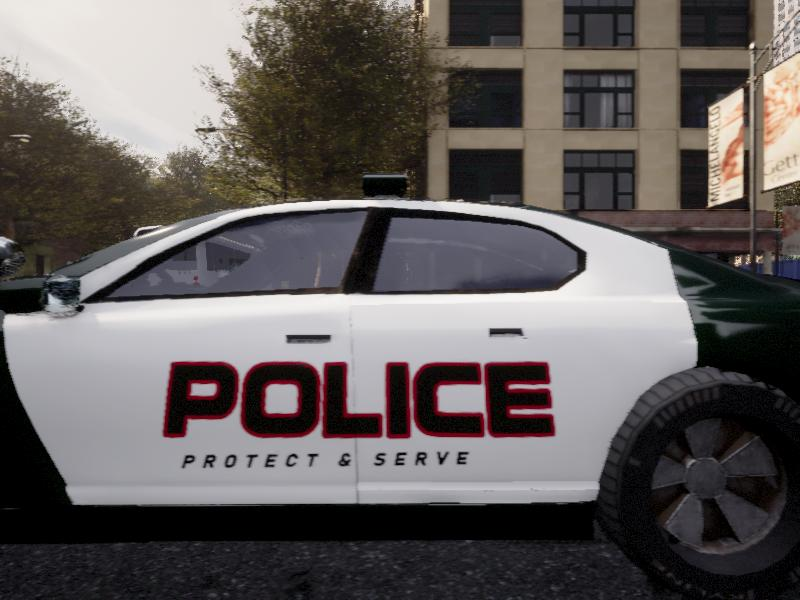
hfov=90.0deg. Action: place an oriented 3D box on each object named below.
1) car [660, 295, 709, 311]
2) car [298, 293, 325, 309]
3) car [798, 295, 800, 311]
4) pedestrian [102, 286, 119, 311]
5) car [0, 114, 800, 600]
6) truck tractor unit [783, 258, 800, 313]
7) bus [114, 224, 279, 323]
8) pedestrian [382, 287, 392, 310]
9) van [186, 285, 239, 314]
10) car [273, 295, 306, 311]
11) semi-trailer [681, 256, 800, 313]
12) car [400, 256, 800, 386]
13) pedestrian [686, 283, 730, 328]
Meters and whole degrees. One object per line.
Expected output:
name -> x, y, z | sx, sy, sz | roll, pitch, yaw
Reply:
car -> 27.779, 0.271, 39.175 | 1.816, 1.474, 4.193 | 0, 0, 0
car -> -10.197, 0.087, 46.447 | 2.097, 1.767, 4.553 | 0, 0, 1
car -> 39.280, 0.270, 36.151 | 1.837, 1.490, 4.892 | 0, 0, 0
pedestrian -> -21.769, -0.130, 30.080 | 0.751, 1.860, 0.751 | 0, 0, 1
car -> -0.478, 0.222, 2.223 | 4.974, 1.542, 2.038 | 0, 0, 0
truck tractor unit -> 31.909, -1.098, 28.470 | 3.053, 4.208, 6.516 | 0, 0, 1
bus -> -10.268, -1.140, 22.235 | 3.944, 4.253, 10.273 | 0, 0, 0
pedestrian -> -1.064, -0.117, 32.368 | 0.751, 1.860, 0.751 | 0, 0, -6
van -> -13.662, -0.011, 29.474 | 1.775, 1.987, 4.442 | 0, 0, 0
car -> -10.193, 0.262, 37.386 | 1.812, 1.442, 4.674 | 0, 0, 0
semi-trailer -> 31.916, -1.197, 36.382 | 2.717, 4.402, 14.254 | 0, 0, 0
car -> 2.480, 0.237, 5.761 | 4.902, 1.511, 2.128 | 0, 0, 1
pedestrian -> 9.213, 0.170, 11.989 | 0.751, 1.300, 0.751 | 0, 0, -6
